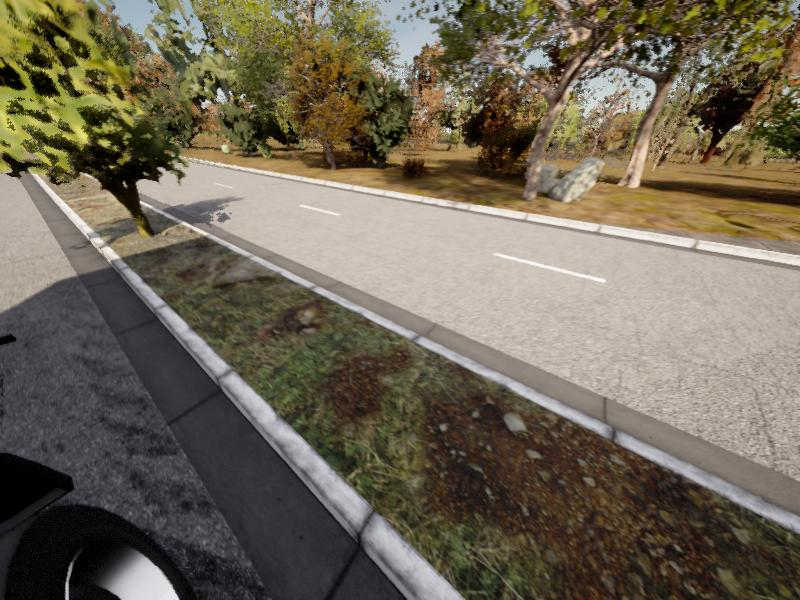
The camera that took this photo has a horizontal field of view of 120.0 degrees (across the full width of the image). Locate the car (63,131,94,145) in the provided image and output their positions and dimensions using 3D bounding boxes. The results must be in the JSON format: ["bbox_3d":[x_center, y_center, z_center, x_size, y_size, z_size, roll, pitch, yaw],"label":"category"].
[{"bbox_3d":[-47.777,-24.058,34.288,3.705,1.549,1.789,23,41,27],"label":"car"}]

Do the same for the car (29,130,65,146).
[{"bbox_3d":[-48.282,-22.154,31.584,3.988,1.617,1.851,23,41,27],"label":"car"}]
